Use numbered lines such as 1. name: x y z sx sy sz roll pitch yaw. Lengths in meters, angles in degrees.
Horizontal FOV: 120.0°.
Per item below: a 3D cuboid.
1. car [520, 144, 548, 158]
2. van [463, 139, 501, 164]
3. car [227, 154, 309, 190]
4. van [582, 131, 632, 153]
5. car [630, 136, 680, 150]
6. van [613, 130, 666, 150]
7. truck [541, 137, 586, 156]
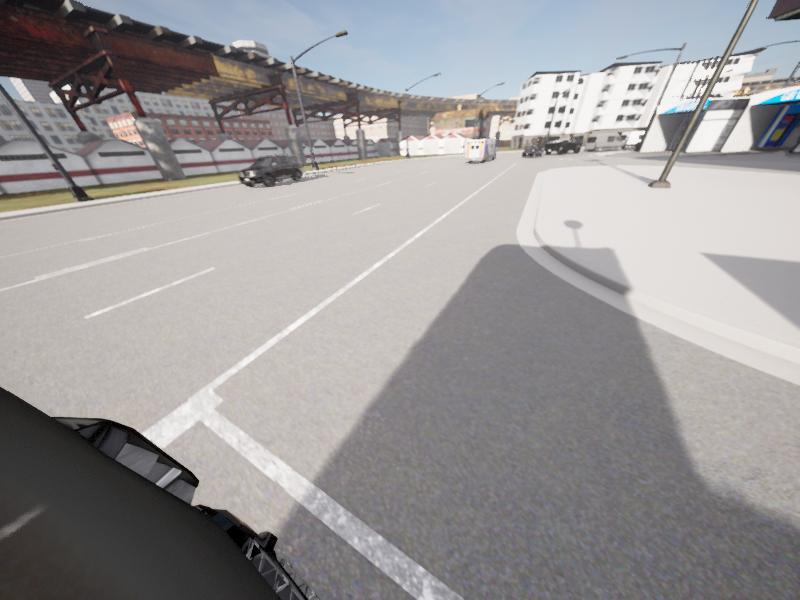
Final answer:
1. car: 19.089 -21.201 32.946 3.633 1.501 1.845 -26 40 -31
2. van: 10.807 -19.416 30.116 2.351 2.431 6.366 20 40 31
3. car: -10.293 -10.490 18.732 2.150 2.045 5.566 7 35 16
4. van: 33.377 -25.546 37.419 5.915 2.561 1.988 -9 34 -8
5. car: 41.621 -25.719 37.825 5.238 1.638 1.930 -1 34 2
6. van: 41.755 -28.029 40.480 5.915 2.561 1.988 -1 34 2
7. truck: 25.333 -23.788 35.821 6.274 2.098 2.390 -18 36 -21
